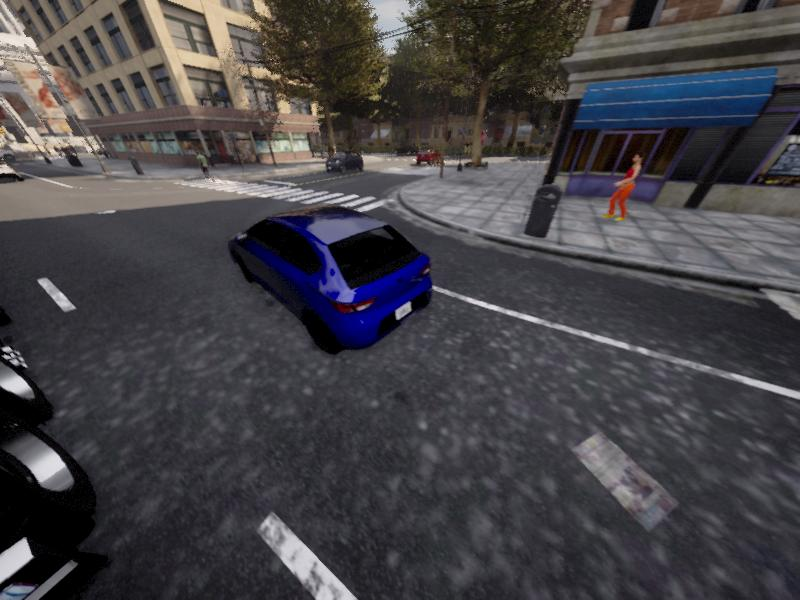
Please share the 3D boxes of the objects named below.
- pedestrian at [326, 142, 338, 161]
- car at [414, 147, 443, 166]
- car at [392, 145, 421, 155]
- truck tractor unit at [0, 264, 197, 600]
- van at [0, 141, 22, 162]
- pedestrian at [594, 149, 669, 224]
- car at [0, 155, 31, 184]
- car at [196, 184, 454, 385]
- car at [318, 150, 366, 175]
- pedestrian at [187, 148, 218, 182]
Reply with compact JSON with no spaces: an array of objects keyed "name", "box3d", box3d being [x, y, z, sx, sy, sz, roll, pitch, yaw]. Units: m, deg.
[{"name":"pedestrian","box3d":[-8.191,-17.867,27.854,0.751,1.860,0.751,29,44,35]},{"name":"car","box3d":[3.193,-15.765,25.279,1.789,1.549,3.705,17,38,23]},{"name":"car","box3d":[1.069,-26.672,41.009,5.008,1.535,1.882,25,41,32]},{"name":"truck tractor unit","box3d":[-5.116,-0.293,0.786,6.516,4.208,3.053,18,39,24]},{"name":"van","box3d":[-59.473,-20.720,32.311,2.351,2.431,6.366,18,39,25]},{"name":"pedestrian","box3d":[6.614,-3.297,6.747,0.751,1.860,0.751,17,39,24]},{"name":"car","box3d":[-28.450,-9.083,16.039,4.514,1.525,2.007,18,39,24]},{"name":"car","box3d":[-1.482,-0.826,3.926,4.193,1.474,1.816,28,44,34]},{"name":"car","box3d":[-4.764,-11.723,19.581,1.845,1.501,3.633,17,38,23]},{"name":"pedestrian","box3d":[-13.111,-8.982,15.396,0.751,1.860,0.751,21,40,27]}]
